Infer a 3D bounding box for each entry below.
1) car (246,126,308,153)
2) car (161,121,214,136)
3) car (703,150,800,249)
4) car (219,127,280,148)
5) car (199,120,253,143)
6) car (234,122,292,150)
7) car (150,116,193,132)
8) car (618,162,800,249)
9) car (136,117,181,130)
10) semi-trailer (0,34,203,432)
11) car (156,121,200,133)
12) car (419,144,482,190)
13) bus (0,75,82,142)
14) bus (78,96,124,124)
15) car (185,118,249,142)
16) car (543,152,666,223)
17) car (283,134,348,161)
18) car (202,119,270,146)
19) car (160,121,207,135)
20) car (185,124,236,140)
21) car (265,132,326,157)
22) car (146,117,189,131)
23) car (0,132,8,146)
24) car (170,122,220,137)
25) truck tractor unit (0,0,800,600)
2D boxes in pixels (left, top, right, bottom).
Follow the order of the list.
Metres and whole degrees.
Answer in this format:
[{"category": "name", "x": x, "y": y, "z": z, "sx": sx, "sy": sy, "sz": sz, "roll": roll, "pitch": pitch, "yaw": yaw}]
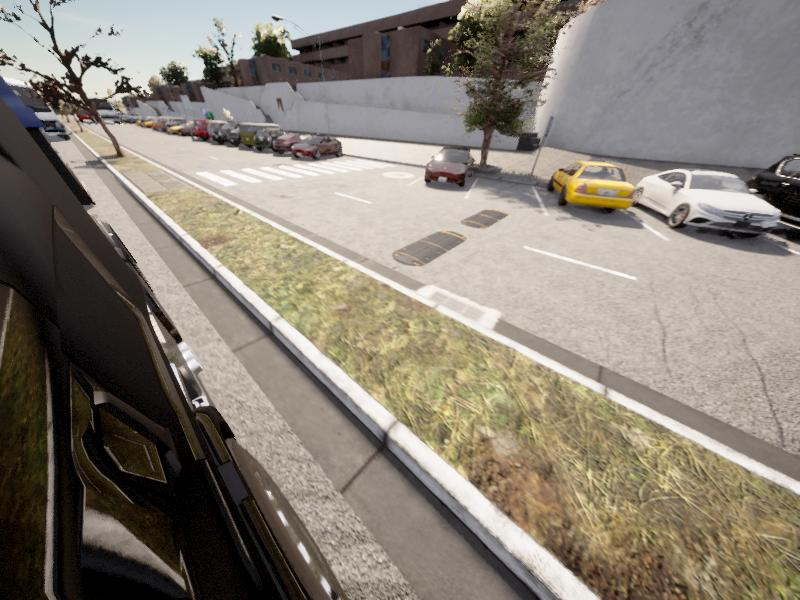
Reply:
[{"category": "car", "x": -10.904, "y": -14.626, "z": 21.028, "sx": 2.185, "sy": 1.767, "sz": 4.553, "roll": 14, "pitch": 38, "yaw": 15}, {"category": "car", "x": -31.401, "y": -25.510, "z": 34.423, "sx": 1.946, "sy": 1.575, "sz": 5.366, "roll": 15, "pitch": 38, "yaw": 14}, {"category": "car", "x": 11.954, "y": -2.411, "z": 5.893, "sx": 2.435, "sy": 2.045, "sz": 5.566, "roll": 15, "pitch": 38, "yaw": 15}, {"category": "car", "x": -15.443, "y": -16.989, "z": 24.114, "sx": 2.231, "sy": 1.521, "sz": 4.892, "roll": 14, "pitch": 38, "yaw": 15}, {"category": "car", "x": -20.008, "y": -19.561, "z": 26.885, "sx": 1.878, "sy": 1.987, "sz": 4.442, "roll": 15, "pitch": 38, "yaw": 15}, {"category": "car", "x": -13.121, "y": -16.013, "z": 22.578, "sx": 1.878, "sy": 1.987, "sz": 4.442, "roll": 14, "pitch": 38, "yaw": 15}, {"category": "car", "x": -38.176, "y": -29.466, "z": 38.784, "sx": 1.878, "sy": 1.987, "sz": 4.442, "roll": 15, "pitch": 38, "yaw": 14}, {"category": "car", "x": 9.662, "y": -3.425, "z": 7.603, "sx": 2.002, "sy": 1.452, "sz": 4.674, "roll": 14, "pitch": 38, "yaw": 15}, {"category": "car", "x": -45.030, "y": -33.027, "z": 43.286, "sx": 1.946, "sy": 1.575, "sz": 5.366, "roll": 15, "pitch": 38, "yaw": 14}, {"category": "semi-trailer", "x": -8.782, "y": -3.541, "z": 4.151, "sx": 14.254, "sy": 4.402, "sz": 2.717, "roll": 27, "pitch": 43, "yaw": 29}, {"category": "car", "x": -35.892, "y": -28.069, "z": 37.555, "sx": 2.002, "sy": 1.452, "sz": 4.674, "roll": 15, "pitch": 38, "yaw": 15}, {"category": "car", "x": 2.793, "y": -7.109, "z": 12.095, "sx": 2.163, "sy": 1.488, "sz": 4.792, "roll": 15, "pitch": 38, "yaw": 15}, {"category": "bus", "x": -34.673, "y": -17.684, "z": 21.556, "sx": 10.273, "sy": 4.253, "sz": 3.944, "roll": 28, "pitch": 44, "yaw": 30}, {"category": "bus", "x": -64.921, "y": -41.158, "z": 50.176, "sx": 10.273, "sy": 4.253, "sz": 3.944, "roll": 29, "pitch": 44, "yaw": 30}, {"category": "car", "x": -22.237, "y": -20.890, "z": 28.481, "sx": 2.435, "sy": 2.045, "sz": 5.566, "roll": 14, "pitch": 38, "yaw": 15}, {"category": "car", "x": 7.432, "y": -4.788, "z": 9.228, "sx": 1.946, "sy": 1.575, "sz": 5.366, "roll": 14, "pitch": 38, "yaw": 15}, {"category": "car", "x": -6.347, "y": -12.042, "z": 18.117, "sx": 2.163, "sy": 1.488, "sz": 4.792, "roll": 15, "pitch": 38, "yaw": 15}, {"category": "car", "x": -17.704, "y": -18.404, "z": 25.442, "sx": 2.435, "sy": 2.045, "sz": 5.566, "roll": 15, "pitch": 38, "yaw": 15}, {"category": "car", "x": -33.610, "y": -26.846, "z": 36.095, "sx": 2.163, "sy": 1.488, "sz": 4.792, "roll": 15, "pitch": 38, "yaw": 15}, {"category": "car", "x": -24.531, "y": -21.868, "z": 30.121, "sx": 2.002, "sy": 1.452, "sz": 4.674, "roll": 14, "pitch": 38, "yaw": 15}, {"category": "car", "x": -8.632, "y": -13.282, "z": 19.651, "sx": 2.002, "sy": 1.452, "sz": 4.674, "roll": 14, "pitch": 38, "yaw": 15}, {"category": "car", "x": -40.434, "y": -30.693, "z": 40.389, "sx": 2.185, "sy": 1.767, "sz": 4.553, "roll": 15, "pitch": 38, "yaw": 14}, {"category": "car", "x": -31.704, "y": -12.438, "z": 17.161, "sx": 4.181, "sy": 1.385, "sz": 1.994, "roll": 28, "pitch": 44, "yaw": 30}, {"category": "car", "x": -29.080, "y": -24.329, "z": 33.076, "sx": 2.163, "sy": 1.488, "sz": 4.792, "roll": 15, "pitch": 38, "yaw": 14}, {"category": "truck tractor unit", "x": -2.645, "y": -0.295, "z": 0.352, "sx": 6.516, "sy": 4.208, "sz": 3.053, "roll": 28, "pitch": 44, "yaw": 30}]
